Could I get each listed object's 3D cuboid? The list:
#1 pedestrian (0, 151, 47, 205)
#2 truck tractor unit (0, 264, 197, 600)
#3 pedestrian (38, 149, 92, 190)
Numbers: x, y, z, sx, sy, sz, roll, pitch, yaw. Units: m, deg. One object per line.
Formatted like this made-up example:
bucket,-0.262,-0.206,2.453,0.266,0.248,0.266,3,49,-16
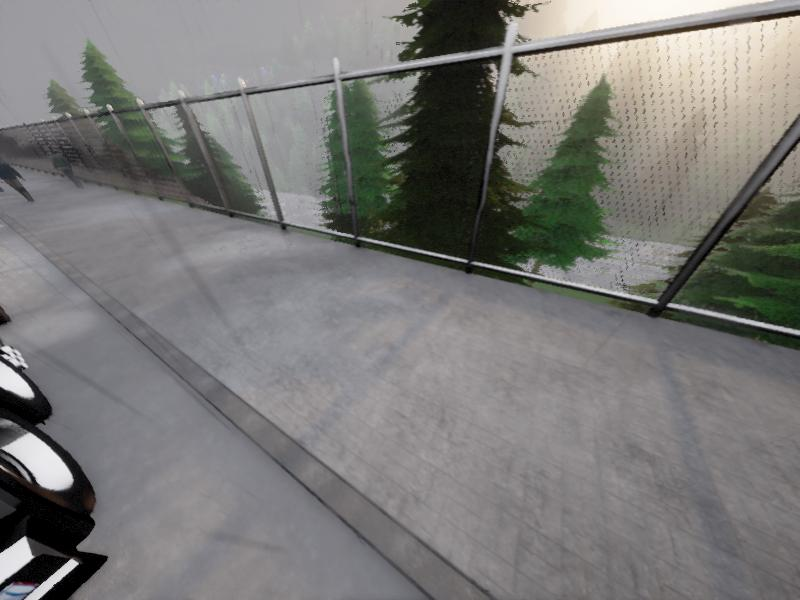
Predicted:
pedestrian,-16.016,-5.008,9.529,0.751,1.860,0.751,22,41,29
truck tractor unit,-5.118,-0.291,0.786,6.516,4.208,3.053,18,39,24
pedestrian,-18.081,-7.063,12.506,0.751,1.860,0.751,18,39,24
